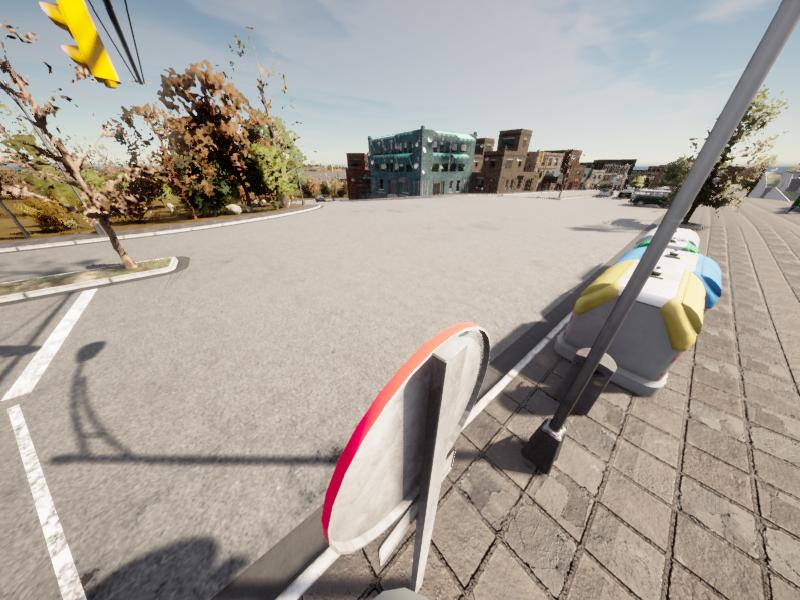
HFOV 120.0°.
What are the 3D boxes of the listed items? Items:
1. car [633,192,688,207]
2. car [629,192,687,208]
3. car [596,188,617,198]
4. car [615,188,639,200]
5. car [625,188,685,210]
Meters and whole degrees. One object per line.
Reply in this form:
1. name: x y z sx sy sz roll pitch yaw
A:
1. car: 36.754 -14.328 32.812 4.674 1.452 2.002 17 33 25
2. car: 34.472 -13.468 31.109 4.674 1.452 2.002 17 32 25
3. car: 39.295 -20.386 43.942 3.988 1.617 1.851 -21 36 -35
4. car: 41.308 -19.319 41.989 5.238 1.638 1.930 -21 36 -35
5. car: 32.099 -12.864 29.311 4.442 1.987 1.878 17 33 25
